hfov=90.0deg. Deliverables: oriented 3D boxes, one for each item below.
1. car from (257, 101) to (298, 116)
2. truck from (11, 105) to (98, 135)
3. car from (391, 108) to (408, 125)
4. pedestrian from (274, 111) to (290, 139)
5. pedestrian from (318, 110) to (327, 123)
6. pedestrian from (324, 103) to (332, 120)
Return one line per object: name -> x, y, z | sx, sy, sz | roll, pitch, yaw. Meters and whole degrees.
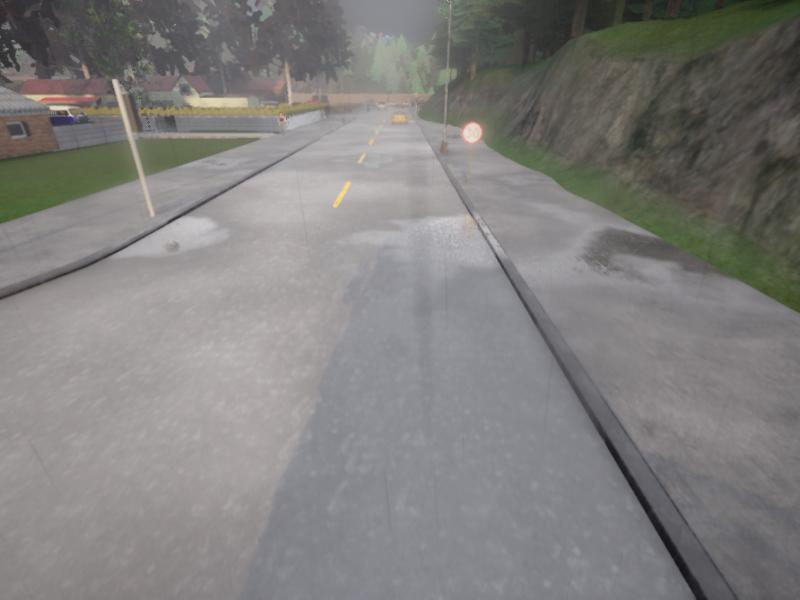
car -> -19.276, -30.251, 63.252 | 5.566, 2.045, 2.150 | 0, 27, 0
truck -> -27.000, -14.173, 31.460 | 4.478, 2.038, 2.069 | 0, 27, 0
car -> -0.032, -21.300, 46.413 | 1.801, 1.575, 5.366 | 0, 27, 0
pedestrian -> -8.552, -12.730, 29.081 | 0.751, 1.860, 0.751 | 1, 27, 2
pedestrian -> -8.959, -21.312, 46.414 | 0.751, 1.300, 0.751 | 3, 27, 6
pedestrian -> -9.373, -24.456, 51.908 | 0.751, 1.860, 0.751 | 1, 27, 2
